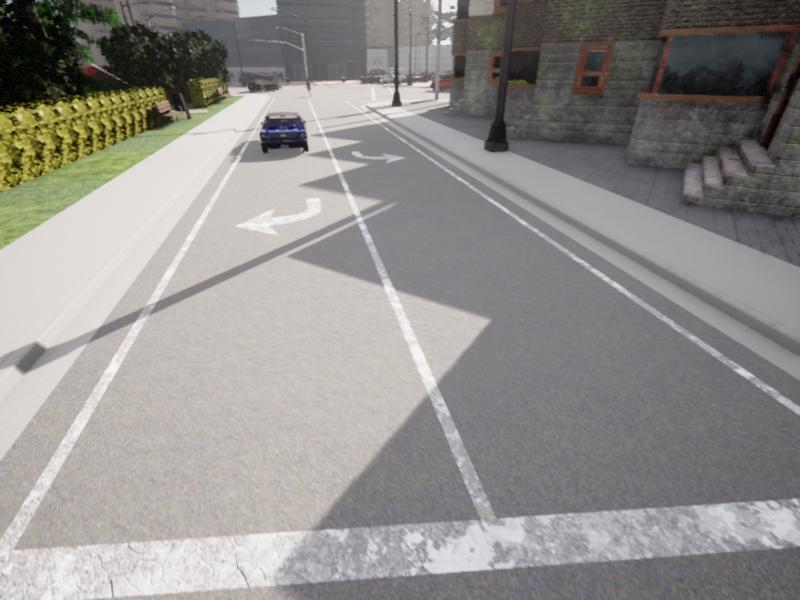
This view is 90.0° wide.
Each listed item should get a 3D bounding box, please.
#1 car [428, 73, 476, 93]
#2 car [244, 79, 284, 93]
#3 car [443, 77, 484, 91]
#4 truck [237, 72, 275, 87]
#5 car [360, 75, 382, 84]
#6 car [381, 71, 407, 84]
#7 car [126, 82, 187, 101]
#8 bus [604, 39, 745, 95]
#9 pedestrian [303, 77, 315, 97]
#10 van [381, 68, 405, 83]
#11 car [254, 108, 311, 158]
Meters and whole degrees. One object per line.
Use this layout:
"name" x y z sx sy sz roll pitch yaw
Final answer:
"car" 6.619 -27.715 50.997 5.566 2.045 2.150 17 35 28
"car" -17.961 -28.457 53.096 2.163 1.488 4.792 15 34 25
"car" 8.475 -29.005 53.692 5.008 1.535 1.882 17 35 28
"truck" -24.633 -37.609 68.292 6.274 2.098 2.390 17 34 28
"car" -5.386 -41.282 74.843 1.816 1.474 4.193 18 35 28
"car" -1.009 -41.737 75.027 2.150 2.045 5.566 18 35 28
"car" -25.558 -22.072 42.215 2.128 1.511 4.902 18 35 28
"bus" 26.415 -22.658 39.305 10.273 4.253 3.944 16 34 28
"pedestrian" -9.861 -23.072 43.406 0.751 1.860 0.751 16 34 26
"van" -1.344 -44.938 79.994 1.988 2.561 5.915 18 35 28
"car" -4.911 -7.240 17.048 1.895 1.301 4.718 -7 31 -11
